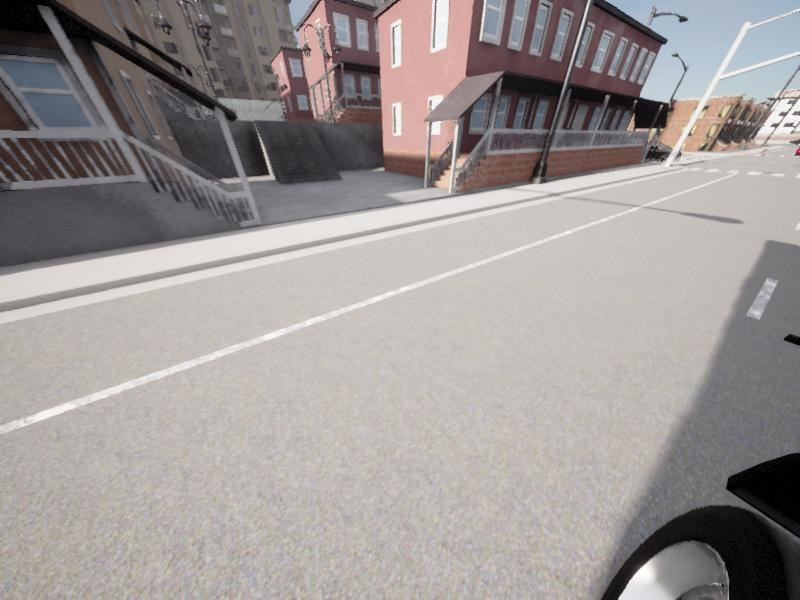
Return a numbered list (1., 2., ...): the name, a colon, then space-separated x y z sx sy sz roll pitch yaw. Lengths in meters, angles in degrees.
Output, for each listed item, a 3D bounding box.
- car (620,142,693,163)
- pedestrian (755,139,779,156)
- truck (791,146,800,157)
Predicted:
1. car: 27.716 -16.175 25.215 2.242 1.667 4.611 -17 39 -23
2. pedestrian: 47.889 -19.933 30.151 0.751 1.860 0.751 -13 37 -17
3. truck: 54.904 -20.743 29.563 8.468 3.827 2.891 -20 40 -26
